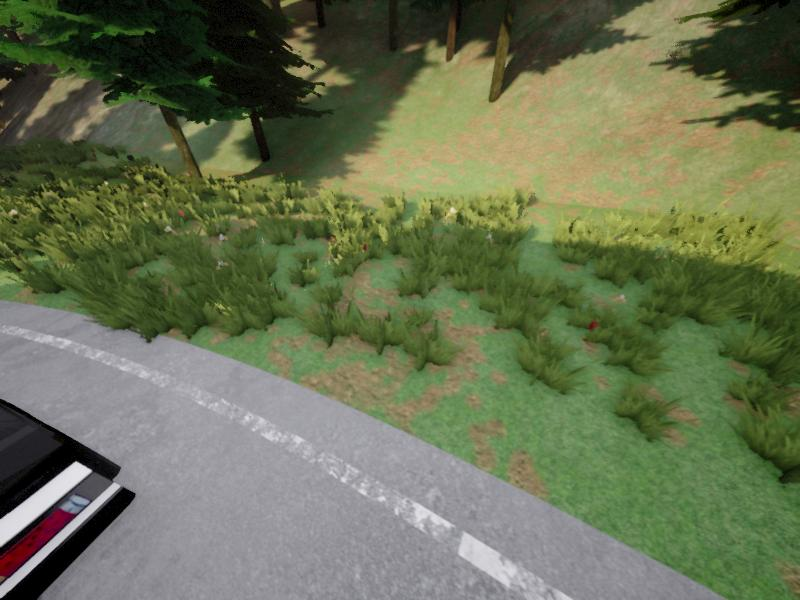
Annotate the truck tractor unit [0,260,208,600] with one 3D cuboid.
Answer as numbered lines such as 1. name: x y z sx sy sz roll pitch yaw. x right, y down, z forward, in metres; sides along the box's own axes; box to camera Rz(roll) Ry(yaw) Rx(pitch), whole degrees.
1. truck tractor unit: -5.285 -0.072 0.476 6.516 4.208 3.053 10 36 14
